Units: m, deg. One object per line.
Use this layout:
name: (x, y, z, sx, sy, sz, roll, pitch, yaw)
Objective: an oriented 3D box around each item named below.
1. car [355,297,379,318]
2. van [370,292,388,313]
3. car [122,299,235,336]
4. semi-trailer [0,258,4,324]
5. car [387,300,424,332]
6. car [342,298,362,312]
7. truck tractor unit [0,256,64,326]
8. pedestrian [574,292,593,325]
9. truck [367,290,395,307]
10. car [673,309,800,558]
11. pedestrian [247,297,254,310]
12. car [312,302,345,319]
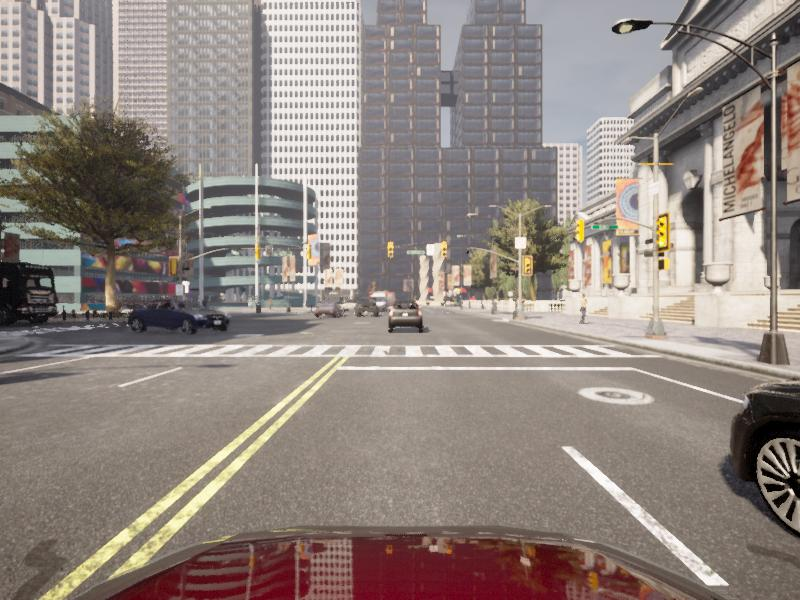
car: (-2.978, 0.646, 37.050, 1.905, 1.878, 3.866, 0, 0, 1)
van: (-2.751, 0.322, 53.525, 1.988, 2.561, 5.915, 0, 0, 1)
car: (-10.930, 0.781, 19.748, 5.027, 1.651, 2.152, 0, 0, 21)
semi-trailer: (-34.059, -0.617, 25.994, 14.254, 4.402, 2.717, 0, 0, 1)
car: (0.307, 0.788, 21.766, 1.851, 1.617, 3.988, 0, 0, 1)
car: (-6.284, 0.653, 52.840, 1.932, 1.855, 4.605, 0, 0, 2)
truck tractor unit: (-26.153, -0.524, 25.766, 6.516, 4.208, 3.053, 0, 0, 3)
pedestrian: (10.597, 0.485, 23.108, 0.751, 1.860, 0.751, 0, 0, -8)
truck: (-4.528, -0.325, 94.143, 2.891, 3.827, 8.468, 0, 0, -31)
car: (3.511, 0.835, 1.170, 2.128, 1.511, 4.902, 0, 0, 1)
pedestrian: (-21.666, 0.485, 58.059, 0.751, 1.860, 0.751, 0, 0, -10)
car: (-6.483, 0.894, 36.820, 2.033, 1.411, 5.357, 0, 0, 1)
